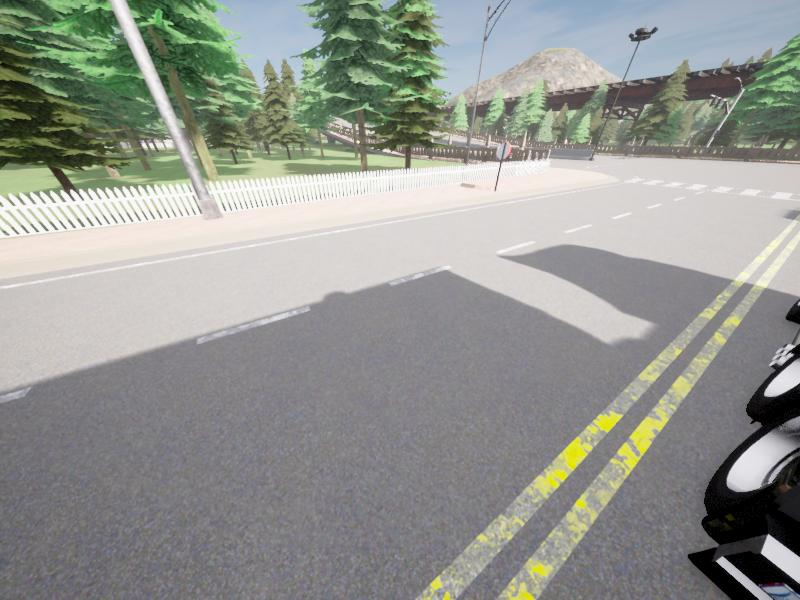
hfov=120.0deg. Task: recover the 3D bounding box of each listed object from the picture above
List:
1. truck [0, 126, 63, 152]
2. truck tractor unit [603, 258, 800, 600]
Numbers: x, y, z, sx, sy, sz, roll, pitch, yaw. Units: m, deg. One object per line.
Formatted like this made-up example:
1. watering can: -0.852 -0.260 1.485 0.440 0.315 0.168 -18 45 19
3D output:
1. truck: -72.481 -30.553 43.874 2.891 3.827 8.468 16 38 21
2. truck tractor unit: 5.099 -0.313 0.795 6.516 4.208 3.053 -19 39 -25
